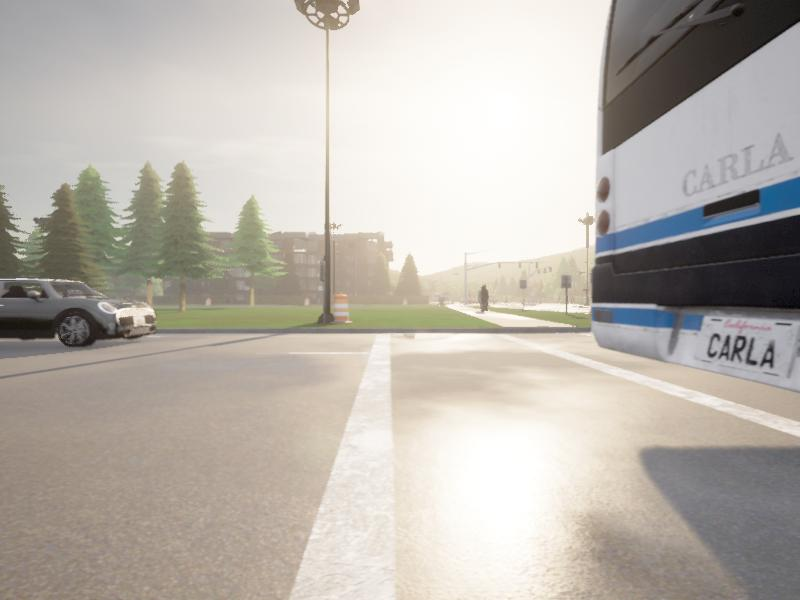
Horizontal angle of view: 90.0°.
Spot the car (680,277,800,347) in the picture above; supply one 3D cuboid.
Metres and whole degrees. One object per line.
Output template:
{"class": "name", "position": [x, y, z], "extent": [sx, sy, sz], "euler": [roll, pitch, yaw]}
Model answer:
{"class": "car", "position": [9.259, 0.248, 9.340], "extent": [4.193, 1.474, 1.816], "euler": [0, 0, -1]}

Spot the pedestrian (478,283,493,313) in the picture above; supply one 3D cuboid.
{"class": "pedestrian", "position": [5.459, -0.119, 25.667], "extent": [0.751, 1.860, 0.751], "euler": [0, 0, -3]}

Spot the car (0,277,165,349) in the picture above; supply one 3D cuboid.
{"class": "car", "position": [-7.844, 0.261, 9.127], "extent": [3.806, 1.475, 1.970], "euler": [0, 0, -1]}

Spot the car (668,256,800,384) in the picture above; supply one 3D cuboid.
{"class": "car", "position": [7.062, 0.231, 5.815], "extent": [4.902, 1.511, 2.128], "euler": [0, 0, -1]}

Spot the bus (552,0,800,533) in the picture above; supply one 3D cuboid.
{"class": "bus", "position": [6.809, -1.140, 2.428], "extent": [10.273, 4.253, 3.944], "euler": [0, 0, -1]}
